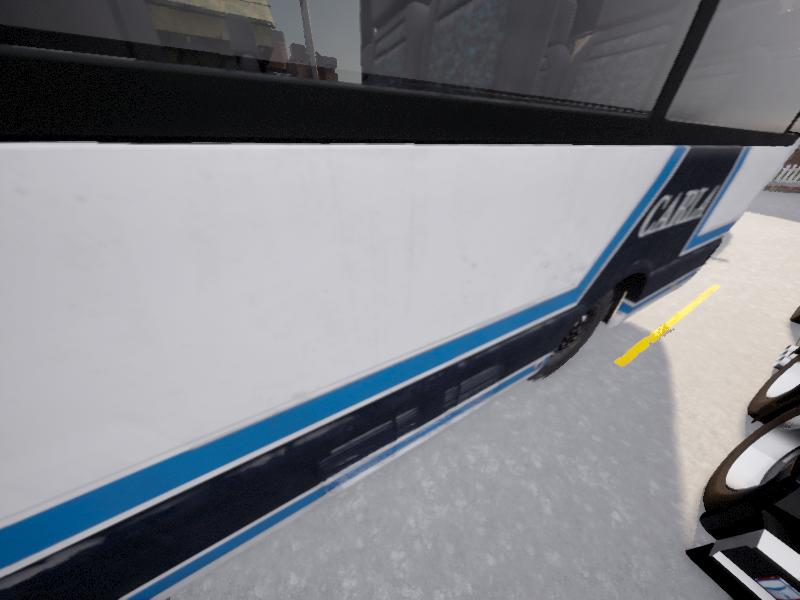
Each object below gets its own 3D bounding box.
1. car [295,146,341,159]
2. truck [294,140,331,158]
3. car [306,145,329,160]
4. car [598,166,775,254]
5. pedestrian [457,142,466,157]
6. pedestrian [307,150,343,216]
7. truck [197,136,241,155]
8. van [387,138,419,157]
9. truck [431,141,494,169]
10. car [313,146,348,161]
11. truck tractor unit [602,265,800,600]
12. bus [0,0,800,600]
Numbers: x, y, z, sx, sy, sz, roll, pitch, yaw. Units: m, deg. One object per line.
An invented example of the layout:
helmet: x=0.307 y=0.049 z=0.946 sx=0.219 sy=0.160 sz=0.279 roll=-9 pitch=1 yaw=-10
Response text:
car: x=-11.112 y=-20.103 z=31.423 sx=5.357 sy=1.415 sz=2.033 roll=-18 pitch=39 yaw=-24
truck: x=-12.911 y=-22.383 z=34.138 sx=4.478 sy=2.038 sz=2.069 roll=-18 pitch=39 yaw=-24
car: x=-11.139 y=-20.004 z=31.155 sx=1.789 sy=1.547 sz=3.705 roll=-18 pitch=39 yaw=-24
car: x=8.762 y=-3.021 z=7.077 sx=4.902 sy=1.511 sz=2.128 roll=-20 pitch=40 yaw=-27
pedestrian: x=8.998 y=-22.008 z=33.808 sx=0.751 sy=1.860 sz=0.751 roll=-11 pitch=36 yaw=-16
pedestrian: x=-2.498 y=-3.915 z=7.753 sx=0.751 sy=1.860 sz=0.751 roll=-14 pitch=37 yaw=-19
truck: x=-30.289 y=-26.093 z=39.063 sx=5.204 sy=2.467 sz=2.627 roll=-17 pitch=39 yaw=-24
van: x=0.360 y=-25.680 z=38.745 sx=2.351 sy=2.431 sz=6.366 roll=-18 pitch=39 yaw=-24
truck: x=6.119 y=-14.953 z=23.674 sx=2.390 sy=2.098 sz=6.274 roll=-18 pitch=39 yaw=-24
car: x=-8.455 y=-17.930 z=28.215 sx=3.633 sy=1.501 sz=1.845 roll=-18 pitch=39 yaw=-24
truck tractor unit: x=5.111 y=-0.301 z=0.780 sx=6.516 sy=4.208 sz=3.053 roll=-18 pitch=39 yaw=-24
bus: x=-0.783 y=-0.941 z=1.629 sx=10.273 sy=4.253 sz=3.944 roll=-17 pitch=38 yaw=-23
